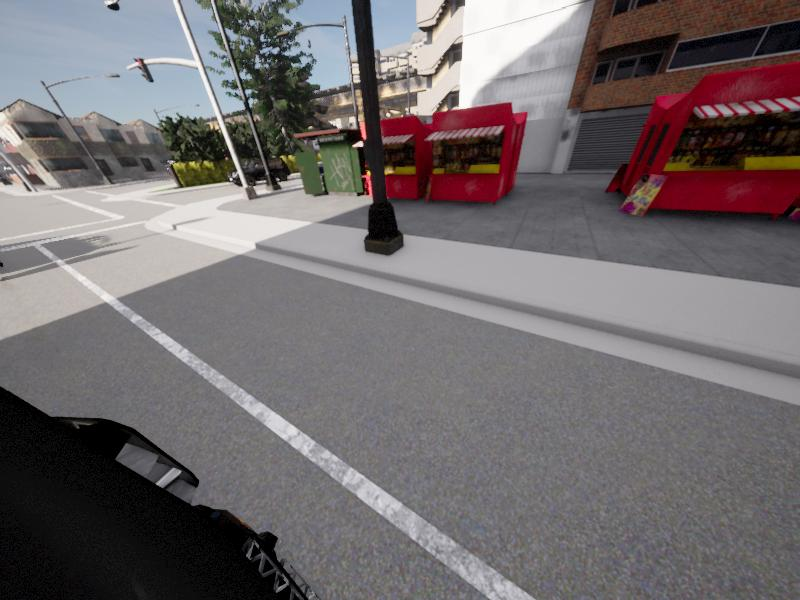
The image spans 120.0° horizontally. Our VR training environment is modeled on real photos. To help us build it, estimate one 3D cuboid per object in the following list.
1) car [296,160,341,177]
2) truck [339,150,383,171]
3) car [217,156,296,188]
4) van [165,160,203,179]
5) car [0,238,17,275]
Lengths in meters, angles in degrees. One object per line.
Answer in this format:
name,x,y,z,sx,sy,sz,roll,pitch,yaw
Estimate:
car,-9.256,-15.224,26.774,1.895,1.301,4.718,15,38,27
truck,-5.214,-19.554,32.250,2.390,2.098,6.274,15,38,27
car,-12.957,-11.897,21.376,2.150,2.045,5.566,15,38,27
van,-37.003,-22.620,39.857,1.988,2.561,5.915,-11,34,-11
car,-12.586,-1.457,5.952,4.792,1.488,2.163,16,38,28
